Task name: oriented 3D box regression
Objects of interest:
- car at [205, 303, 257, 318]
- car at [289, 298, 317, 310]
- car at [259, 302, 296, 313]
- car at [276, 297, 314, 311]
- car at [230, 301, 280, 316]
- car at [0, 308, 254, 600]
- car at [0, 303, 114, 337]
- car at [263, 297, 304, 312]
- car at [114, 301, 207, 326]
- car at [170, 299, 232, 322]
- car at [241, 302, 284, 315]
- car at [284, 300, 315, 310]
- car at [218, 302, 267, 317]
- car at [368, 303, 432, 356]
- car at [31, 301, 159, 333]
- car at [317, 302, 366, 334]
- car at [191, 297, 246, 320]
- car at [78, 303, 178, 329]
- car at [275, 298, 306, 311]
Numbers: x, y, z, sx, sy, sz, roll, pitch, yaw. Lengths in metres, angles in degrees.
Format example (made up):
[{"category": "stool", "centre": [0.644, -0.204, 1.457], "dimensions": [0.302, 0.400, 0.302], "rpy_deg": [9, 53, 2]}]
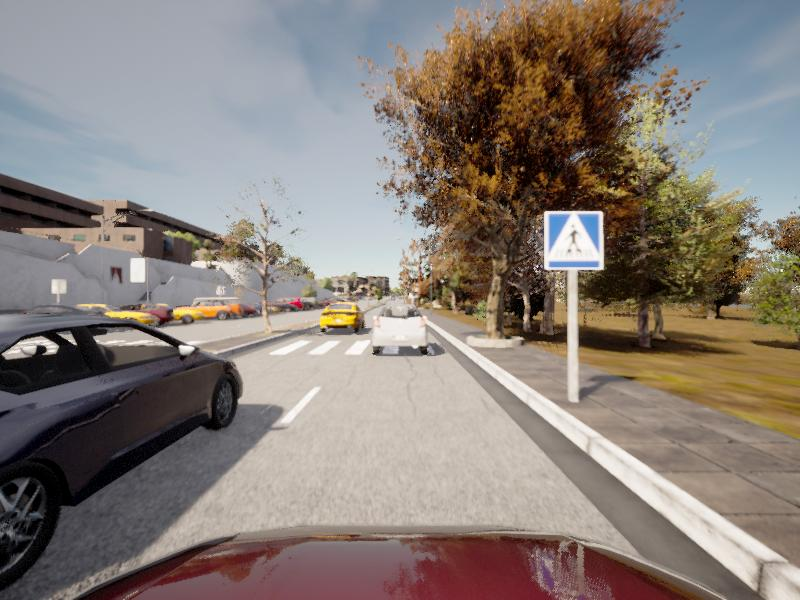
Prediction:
[{"category": "car", "centre": [-16.872, 1.022, 40.140], "dimensions": [4.674, 1.452, 2.002], "rpy_deg": [-1, 0, -20]}, {"category": "car", "centre": [-16.973, 0.598, 69.939], "dimensions": [4.442, 1.987, 1.878], "rpy_deg": [-1, 1, -20]}, {"category": "car", "centre": [-16.866, 0.982, 55.066], "dimensions": [4.674, 1.452, 2.002], "rpy_deg": [-1, 1, -20]}, {"category": "car", "centre": [-16.843, 0.621, 64.031], "dimensions": [5.566, 2.045, 2.435], "rpy_deg": [-1, 0, -20]}, {"category": "car", "centre": [-16.702, 0.975, 46.181], "dimensions": [5.366, 1.575, 1.946], "rpy_deg": [-1, 0, -20]}, {"category": "car", "centre": [-2.999, 0.856, 3.649], "dimensions": [1.816, 1.474, 4.193], "rpy_deg": [0, 0, 0]}, {"category": "car", "centre": [-16.884, 0.921, 19.255], "dimensions": [4.674, 1.452, 2.002], "rpy_deg": [-1, 0, -20]}, {"category": "car", "centre": [-16.898, 0.672, 58.035], "dimensions": [5.566, 2.045, 2.435], "rpy_deg": [-1, 1, -20]}, {"category": "car", "centre": [-16.710, 0.929, 28.270], "dimensions": [5.366, 1.575, 1.946], "rpy_deg": [-1, -1, -20]}, {"category": "car", "centre": [-16.853, 0.840, 34.181], "dimensions": [4.553, 1.767, 2.185], "rpy_deg": [-1, 0, -20]}, {"category": "car", "centre": [-16.845, 1.002, 49.109], "dimensions": [4.792, 1.488, 2.163], "rpy_deg": [-1, 0, -20]}, {"category": "car", "centre": [-16.857, 0.848, 67.002], "dimensions": [4.892, 1.521, 2.231], "rpy_deg": [-1, 1, -20]}, {"category": "car", "centre": [-16.902, 1.016, 43.112], "dimensions": [4.792, 1.488, 2.163], "rpy_deg": [-1, 0, -20]}, {"category": "car", "centre": [0.000, 0.847, 13.242], "dimensions": [1.845, 1.501, 3.633], "rpy_deg": [0, 0, 0]}, {"category": "car", "centre": [-16.714, 0.891, 22.304], "dimensions": [5.366, 1.575, 1.946], "rpy_deg": [-1, -1, -20]}, {"category": "car", "centre": [-3.001, 0.879, 21.601], "dimensions": [1.882, 1.535, 5.008], "rpy_deg": [0, -1, 0]}, {"category": "car", "centre": [-16.774, 0.751, 37.208], "dimensions": [4.442, 1.987, 1.878], "rpy_deg": [-1, -1, -20]}, {"category": "car", "centre": [-16.911, 0.945, 25.208], "dimensions": [4.792, 1.488, 2.163], "rpy_deg": [-1, 0, -20]}, {"category": "car", "centre": [-16.761, 0.671, 61.078], "dimensions": [4.442, 1.987, 1.878], "rpy_deg": [-1, 0, -20]}]
